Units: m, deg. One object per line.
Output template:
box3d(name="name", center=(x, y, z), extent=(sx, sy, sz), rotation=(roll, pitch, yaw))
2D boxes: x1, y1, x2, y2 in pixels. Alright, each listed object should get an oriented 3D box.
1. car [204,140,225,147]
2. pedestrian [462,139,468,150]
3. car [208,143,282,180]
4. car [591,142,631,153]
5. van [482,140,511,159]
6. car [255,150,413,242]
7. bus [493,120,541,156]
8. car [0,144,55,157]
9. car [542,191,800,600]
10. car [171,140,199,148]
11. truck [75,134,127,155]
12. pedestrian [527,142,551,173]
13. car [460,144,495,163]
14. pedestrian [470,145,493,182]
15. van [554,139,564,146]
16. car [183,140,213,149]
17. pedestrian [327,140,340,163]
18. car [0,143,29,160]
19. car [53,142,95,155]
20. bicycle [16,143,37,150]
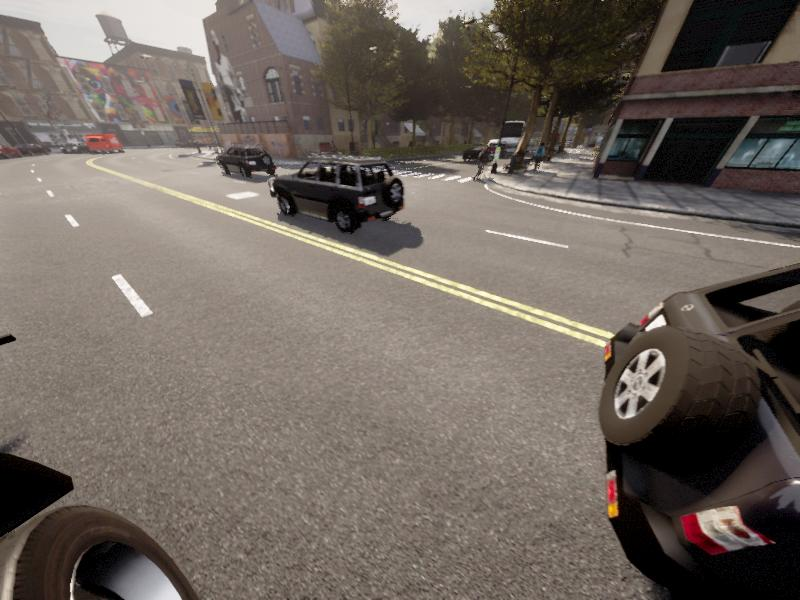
box3d(name="car", center=(-50.136, -42.317, 62.425), extent=(1.970, 1.475, 3.806), rotation=(12, 37, 16))
box3d(name="pedestrian", center=(13.616, -32.751, 48.583), extent=(0.751, 1.860, 0.751), rotation=(23, 41, 28))
box3d(name="car", center=(-10.517, -9.487, 15.677), extent=(4.605, 1.855, 1.932), rotation=(23, 41, 28))
box3d(name="car", center=(40.647, -29.515, 44.729), extent=(5.366, 1.575, 1.801), rotation=(22, 40, 27))
box3d(name="van", center=(13.185, -20.526, 31.377), extent=(2.069, 2.038, 4.480), rotation=(22, 41, 28))
box3d(name="car", center=(-2.083, -3.505, 7.244), extent=(4.605, 1.855, 1.932), rotation=(23, 41, 29))
box3d(name="bus", center=(19.512, -26.683, 38.238), extent=(3.944, 4.253, 10.273), rotation=(22, 40, 28))
box3d(name="car", center=(-49.824, -20.108, 30.974), extent=(1.895, 1.301, 4.718), rotation=(-15, 38, -20))
box3d(name="car", center=(3.376, 1.235, 0.541), extent=(4.605, 1.855, 1.932), rotation=(24, 42, 27))
box3d(name="car", center=(-52.237, -38.014, 56.247), extent=(2.007, 1.525, 4.514), rotation=(5, 35, 7))
box3d(name="truck", center=(-45.058, -23.672, 35.055), extent=(2.627, 2.467, 5.204), rotation=(-16, 38, -22))
box3d(name="pedestrian", center=(9.913, -10.154, 16.478), extent=(0.751, 1.860, 0.751), rotation=(28, 43, 33))
box3d(name="car", center=(8.967, -16.937, 26.597), extent=(1.930, 1.638, 5.238), rotation=(22, 41, 28))
box3d(name="pedestrian", center=(4.921, -8.310, 14.090), extent=(0.751, 1.860, 0.751), rotation=(25, 42, 30))
box3d(name="van", center=(55.025, -54.430, 79.847), extent=(1.775, 1.987, 4.442), rotation=(22, 41, 28))
box3d(name="car", center=(-45.802, -35.411, 52.437), extent=(1.930, 1.638, 5.238), rotation=(3, 35, 3))
box3d(name="pedestrian", center=(-6.508, -14.598, 22.671), extent=(0.751, 1.860, 0.751), rotation=(7, 36, 10))
box3d(name="car", center=(-46.769, -17.367, 26.974), extent=(2.002, 1.452, 4.674), rotation=(-22, 41, -28))
box3d(name="car", center=(-48.356, -22.553, 34.382), extent=(1.970, 1.475, 3.806), rotation=(-16, 38, -22))
box3d(name="bicycle", center=(-65.551, -26.901, 40.513), extent=(0.373, 1.024, 1.643), rotation=(13, 36, 34))
